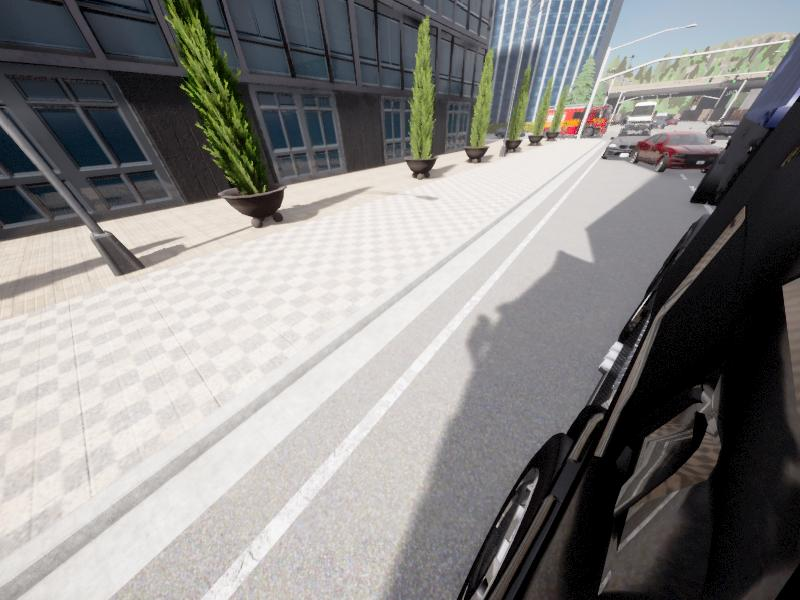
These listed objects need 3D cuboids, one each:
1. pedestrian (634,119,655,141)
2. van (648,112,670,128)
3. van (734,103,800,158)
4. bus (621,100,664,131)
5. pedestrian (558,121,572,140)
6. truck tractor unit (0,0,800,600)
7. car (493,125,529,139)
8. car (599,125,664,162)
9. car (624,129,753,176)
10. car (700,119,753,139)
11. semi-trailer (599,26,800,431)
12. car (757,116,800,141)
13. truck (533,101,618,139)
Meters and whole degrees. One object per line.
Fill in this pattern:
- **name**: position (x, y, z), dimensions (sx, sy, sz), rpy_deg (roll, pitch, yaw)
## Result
- **pedestrian**: position (26.392, -18.379, 24.969), dimensions (0.751, 1.860, 0.751), rpy_deg (-31, 45, -32)
- **van**: position (55.765, -38.719, 49.806), dimensions (1.988, 2.561, 5.915), rpy_deg (24, 44, 31)
- **van**: position (23.838, -10.327, 13.940), dimensions (2.351, 2.431, 6.366), rpy_deg (24, 44, 31)
- **bus**: position (47.634, -36.313, 45.661), dimensions (3.944, 4.253, 10.273), rpy_deg (24, 44, 31)
- **pedestrian**: position (19.607, -20.140, 27.484), dimensions (0.751, 1.860, 0.751), rpy_deg (26, 45, 33)
- **truck tractor unit**: position (2.645, -0.295, 0.351), dimensions (6.516, 4.208, 3.053), rpy_deg (-28, 44, -30)
- **car**: position (18.262, -27.710, 38.166), dimensions (4.856, 1.649, 2.033), rpy_deg (24, 44, 31)
- **car**: position (14.971, -10.234, 15.004), dimensions (2.242, 1.667, 4.611), rpy_deg (25, 44, 32)
- **car**: position (13.591, -7.452, 11.467), dimensions (1.882, 1.535, 5.008), rpy_deg (11, 39, 18)
- **car**: position (34.322, -18.148, 24.507), dimensions (2.128, 1.511, 4.902), rpy_deg (24, 44, 31)
- **semi-trailer**: position (8.617, -3.659, 4.308), dimensions (14.254, 4.402, 2.717), rpy_deg (-29, 44, -31)
- **car**: position (34.677, -15.126, 20.316), dimensions (2.242, 1.667, 4.611), rpy_deg (24, 44, 31)
- **truck**: position (24.601, -25.472, 32.953), dimensions (8.468, 3.827, 2.891), rpy_deg (27, 46, 34)
